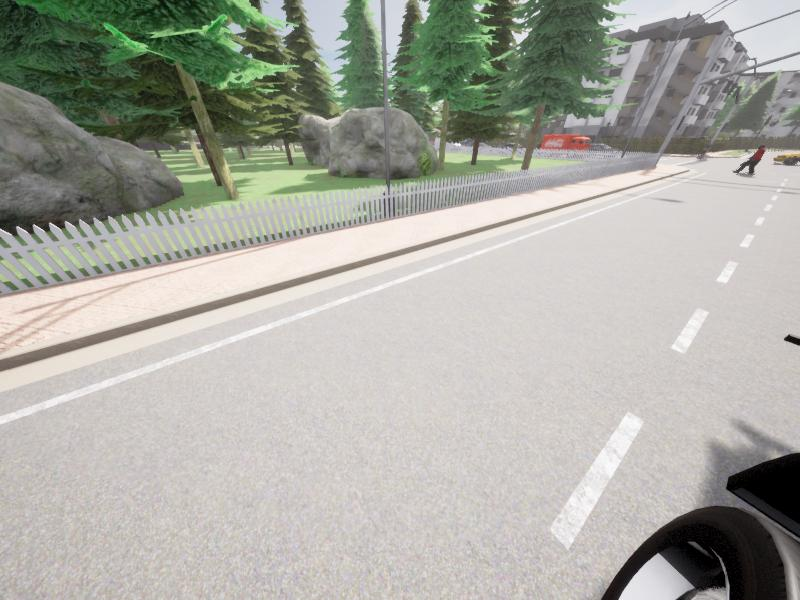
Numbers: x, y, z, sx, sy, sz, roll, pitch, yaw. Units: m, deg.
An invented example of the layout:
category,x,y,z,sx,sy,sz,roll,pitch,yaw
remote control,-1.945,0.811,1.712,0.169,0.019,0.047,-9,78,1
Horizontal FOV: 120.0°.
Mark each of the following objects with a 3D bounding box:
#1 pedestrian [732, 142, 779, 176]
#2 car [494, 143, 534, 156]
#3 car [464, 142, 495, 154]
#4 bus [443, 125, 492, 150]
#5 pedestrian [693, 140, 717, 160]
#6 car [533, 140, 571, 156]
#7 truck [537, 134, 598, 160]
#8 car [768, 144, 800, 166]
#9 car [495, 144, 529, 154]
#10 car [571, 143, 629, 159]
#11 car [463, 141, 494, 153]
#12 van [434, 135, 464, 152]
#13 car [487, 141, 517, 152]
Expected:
category,x,y,z,sx,sy,sz,roll,pitch,yaw
pedestrian,23.770,-9.438,15.493,0.751,1.860,0.751,20,40,26
car,16.908,-22.561,34.542,1.837,1.490,4.892,-21,40,-26
car,13.339,-25.718,39.052,1.837,1.490,4.892,-21,40,-26
bus,14.794,-36.539,52.007,3.944,4.253,10.273,-21,40,-26
pedestrian,34.544,-17.041,26.209,0.751,1.860,0.751,18,39,24
car,21.878,-22.030,33.405,1.905,1.878,3.866,-21,40,-26
truck,20.911,-19.421,29.205,2.627,2.467,5.204,-21,40,-26
car,36.852,-12.368,19.846,1.801,1.575,5.366,-21,40,-26
car,18.358,-24.903,38.029,1.895,1.301,4.718,-21,40,-26
car,25.187,-18.952,29.340,2.128,1.511,4.902,-21,40,-26
car,14.433,-28.507,42.894,2.152,1.651,5.027,-21,40,-26
van,9.169,-29.828,44.012,1.988,2.561,5.915,-21,40,-26
car,19.186,-29.041,43.700,4.514,1.525,2.007,30,45,35
